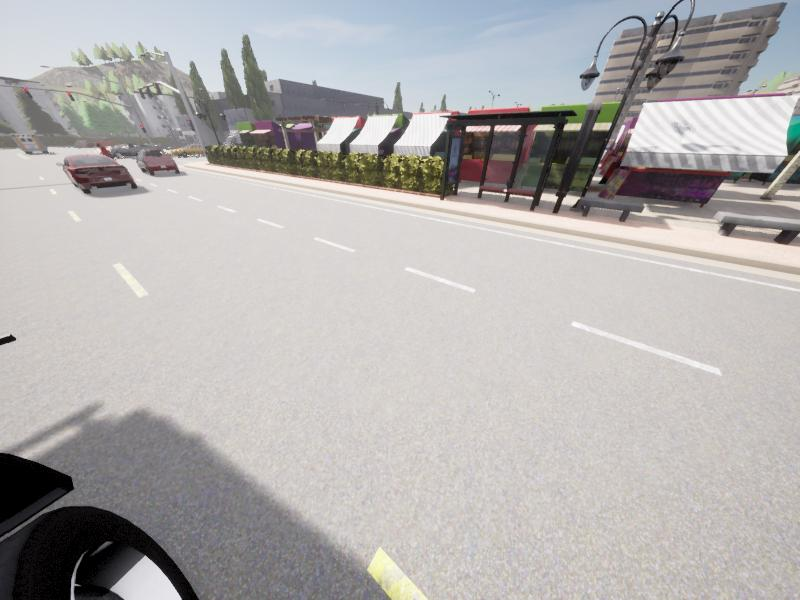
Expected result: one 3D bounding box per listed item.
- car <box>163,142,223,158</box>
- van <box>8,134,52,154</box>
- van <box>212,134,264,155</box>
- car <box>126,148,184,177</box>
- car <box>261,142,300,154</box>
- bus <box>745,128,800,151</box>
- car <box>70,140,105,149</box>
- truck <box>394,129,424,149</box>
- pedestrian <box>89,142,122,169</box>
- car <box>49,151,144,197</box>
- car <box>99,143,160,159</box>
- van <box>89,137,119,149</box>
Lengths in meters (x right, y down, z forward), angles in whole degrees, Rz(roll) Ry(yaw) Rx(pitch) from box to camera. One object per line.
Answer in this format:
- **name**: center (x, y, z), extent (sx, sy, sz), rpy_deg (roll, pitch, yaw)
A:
- **car**: center (-26.963, -19.732, 30.370), extent (1.801, 1.575, 5.366), rpy_deg (22, 41, 28)
- **van**: center (-56.800, -24.101, 35.620), extent (6.366, 2.431, 2.351), rpy_deg (27, 43, 32)
- **van**: center (-25.460, -24.771, 36.703), extent (1.988, 2.561, 5.915), rpy_deg (24, 41, 29)
- **car**: center (-17.695, -10.005, 16.668), extent (3.633, 1.501, 1.845), rpy_deg (25, 42, 31)
- **car**: center (-19.772, -25.355, 38.401), extent (1.801, 1.575, 5.366), rpy_deg (24, 41, 29)
- **bus**: center (88.645, -37.962, 54.632), extent (3.944, 4.253, 10.273), rpy_deg (22, 40, 27)
- **car**: center (-69.658, -34.771, 51.631), extent (2.152, 1.651, 5.027), rpy_deg (-10, 36, -14)
- **truck**: center (2.312, -39.670, 56.930), extent (2.891, 3.827, 8.468), rpy_deg (23, 41, 29)
- **pedestrian**: center (-23.768, -11.674, 18.666), extent (0.751, 1.860, 0.751), rpy_deg (22, 41, 28)
- **car**: center (-15.541, -6.563, 11.790), extent (5.008, 1.535, 1.882), rpy_deg (23, 41, 28)
- **car**: center (-33.234, -18.443, 28.543), extent (2.007, 1.525, 4.514), rpy_deg (24, 41, 29)
- **van**: center (-66.058, -35.155, 51.637), extent (1.775, 1.987, 4.442), rpy_deg (-12, 37, -16)
